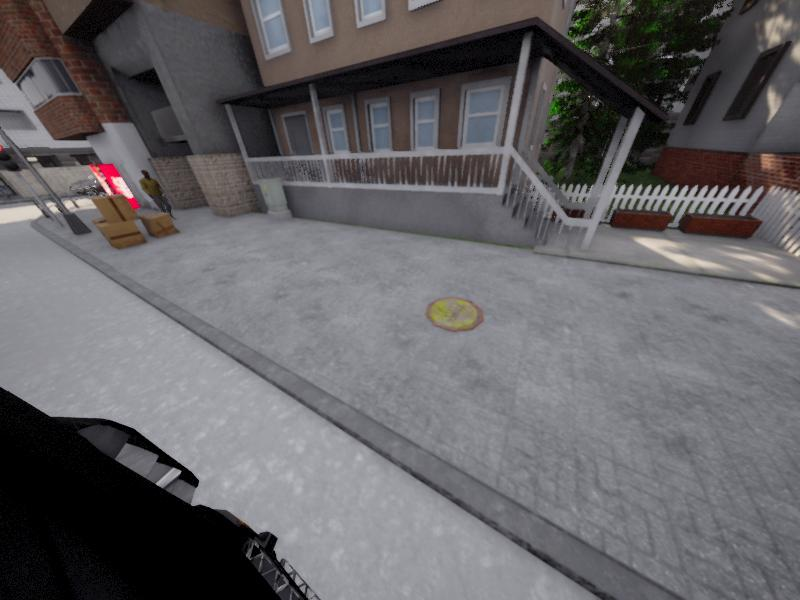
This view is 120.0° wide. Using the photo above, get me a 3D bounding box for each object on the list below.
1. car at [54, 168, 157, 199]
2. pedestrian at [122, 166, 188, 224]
[{"bbox_3d":[-23.596,-9.586,18.798,2.242,1.667,4.611,16,38,26],"label":"car"},{"bbox_3d":[-9.077,-3.907,8.654,0.751,1.860,0.751,11,36,20],"label":"pedestrian"}]
